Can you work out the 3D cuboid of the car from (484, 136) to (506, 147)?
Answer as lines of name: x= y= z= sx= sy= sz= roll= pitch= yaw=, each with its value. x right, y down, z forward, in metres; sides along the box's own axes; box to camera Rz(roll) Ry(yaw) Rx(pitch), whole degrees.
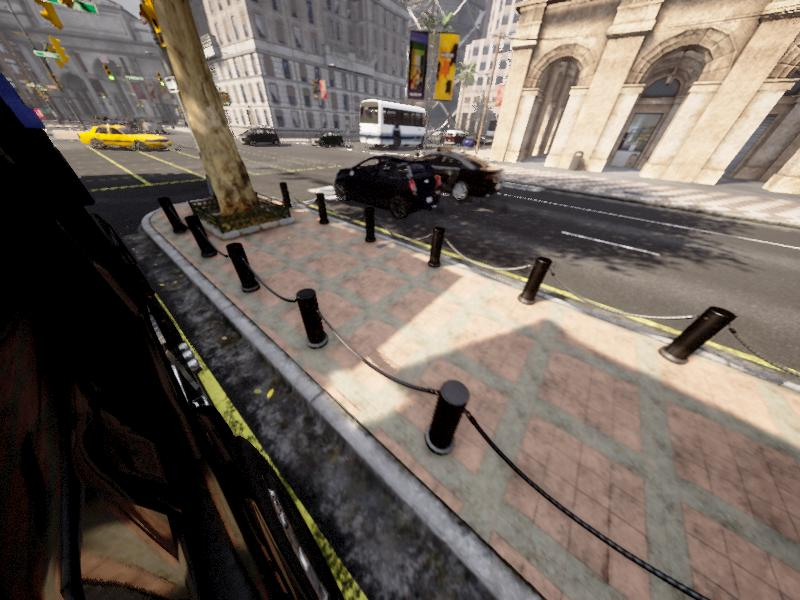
car: x=17.466 y=-29.212 z=42.501 sx=2.007 sy=1.525 sz=4.514 roll=28 pitch=43 yaw=29

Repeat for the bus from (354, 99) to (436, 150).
bus: x=-0.286 y=-21.059 z=28.153 sx=3.944 sy=4.253 sz=10.273 roll=27 pitch=43 yaw=29

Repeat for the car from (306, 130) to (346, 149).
car: x=-8.013 y=-17.696 z=25.397 sx=1.789 sy=1.549 sz=3.705 roll=27 pitch=43 yaw=29

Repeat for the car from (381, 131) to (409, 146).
car: x=-0.665 y=-23.023 z=32.953 sx=1.851 sy=1.617 sz=3.988 roll=27 pitch=43 yaw=29

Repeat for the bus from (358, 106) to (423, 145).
bus: x=-1.195 y=-26.908 z=35.887 sx=3.944 sy=4.253 sz=10.273 roll=27 pitch=44 yaw=29

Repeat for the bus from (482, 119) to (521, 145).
bus: x=22.816 y=-37.513 z=51.653 sx=3.944 sy=4.253 sz=10.273 roll=28 pitch=43 yaw=29

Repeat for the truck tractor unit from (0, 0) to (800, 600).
truck tractor unit: x=-2.645 y=-0.295 z=0.351 sx=6.516 sy=4.208 sz=3.053 roll=28 pitch=44 yaw=30

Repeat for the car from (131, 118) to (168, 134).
car: x=-35.400 y=-24.571 z=32.644 sx=5.027 sy=1.651 sz=2.152 roll=27 pitch=43 yaw=29

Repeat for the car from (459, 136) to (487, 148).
car: x=11.643 y=-25.073 z=36.627 sx=2.163 sy=1.488 sz=4.792 roll=27 pitch=43 yaw=29

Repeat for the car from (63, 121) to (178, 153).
car: x=-19.821 y=-11.740 z=16.644 sx=5.366 sy=1.575 sz=1.801 roll=2 pitch=37 yaw=-1

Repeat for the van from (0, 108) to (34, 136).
van: x=-38.573 y=-17.522 z=22.689 sx=4.480 sy=2.038 sz=2.069 roll=27 pitch=43 yaw=29

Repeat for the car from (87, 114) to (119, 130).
car: x=-44.626 y=-26.744 z=34.697 sx=4.605 sy=1.855 sz=1.932 roll=27 pitch=43 yaw=29

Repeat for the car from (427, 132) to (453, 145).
car: x=7.062 y=-28.597 z=40.848 sx=2.242 sy=1.667 sz=4.611 roll=27 pitch=44 yaw=29

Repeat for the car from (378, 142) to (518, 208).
car: x=1.658 y=-5.436 z=9.653 sx=5.238 sy=1.638 sz=1.930 roll=27 pitch=43 yaw=29

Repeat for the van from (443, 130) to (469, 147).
van: x=9.303 y=-26.960 z=38.518 sx=2.069 sy=2.038 sz=4.480 roll=27 pitch=43 yaw=29

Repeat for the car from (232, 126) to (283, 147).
car: x=-14.287 y=-16.534 z=23.431 sx=1.789 sy=1.549 sz=3.705 roll=27 pitch=43 yaw=29

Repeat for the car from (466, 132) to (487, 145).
car: x=14.579 y=-30.685 z=43.964 sx=1.905 sy=1.878 sz=3.866 roll=28 pitch=44 yaw=29

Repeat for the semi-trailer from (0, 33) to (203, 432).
semi-trailer: x=-8.776 y=-3.562 z=4.134 sx=14.254 sy=4.402 sz=2.717 roll=27 pitch=43 yaw=29

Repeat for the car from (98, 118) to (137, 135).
car: x=-36.152 y=-22.225 z=29.545 sx=4.974 sy=1.542 sz=2.038 roll=27 pitch=43 yaw=29

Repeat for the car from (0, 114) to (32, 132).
car: x=-43.837 y=-19.991 z=26.118 sx=4.674 sy=1.442 sz=1.812 roll=27 pitch=43 yaw=29

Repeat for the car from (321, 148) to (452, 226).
car: x=-0.527 y=-3.814 z=7.438 sx=3.633 sy=1.501 sz=1.845 roll=28 pitch=43 yaw=29
